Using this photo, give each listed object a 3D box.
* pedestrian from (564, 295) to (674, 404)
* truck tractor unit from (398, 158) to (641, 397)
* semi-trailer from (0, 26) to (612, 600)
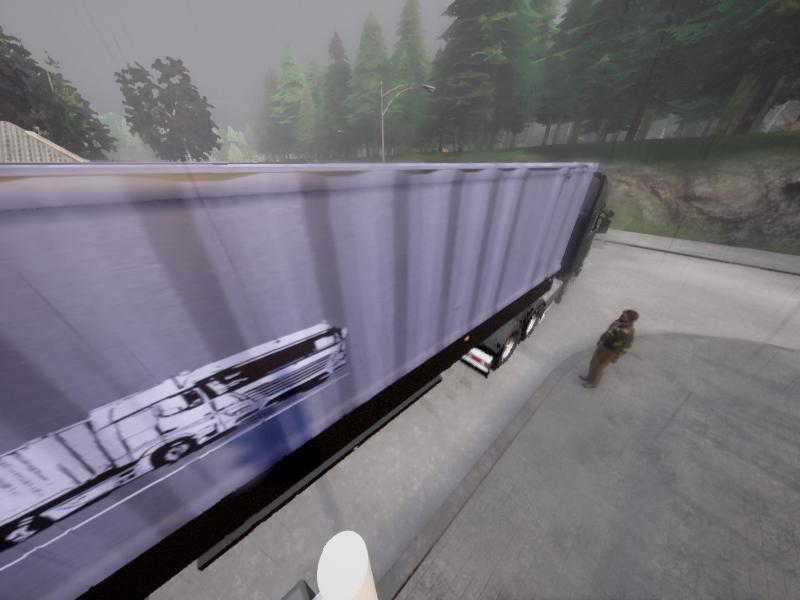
[{"bbox_3d":[3.970,0.957,4.415,0.751,1.860,0.751,11,32,18],"label":"pedestrian"},{"bbox_3d":[3.363,-1.511,6.598,6.516,4.208,3.053,-26,39,-36],"label":"truck tractor unit"},{"bbox_3d":[-2.596,1.010,2.042,14.254,4.402,2.717,-23,37,-34],"label":"semi-trailer"}]
